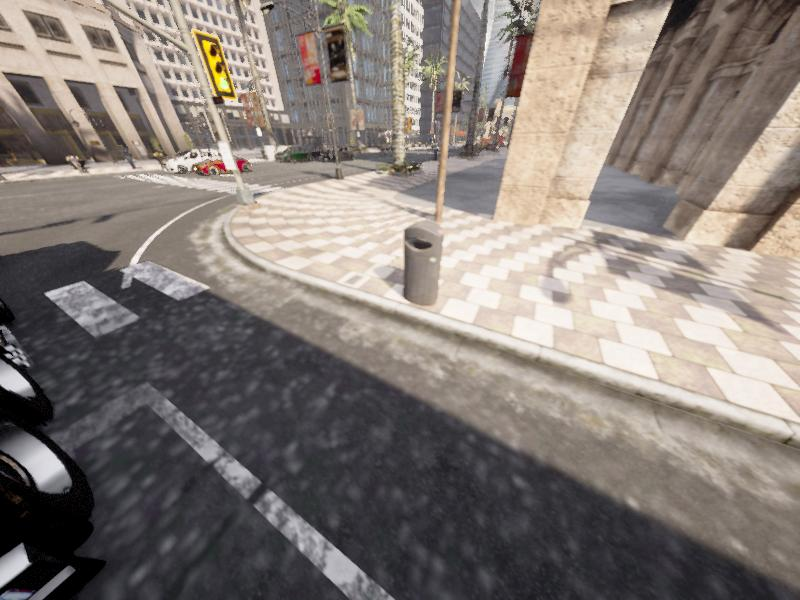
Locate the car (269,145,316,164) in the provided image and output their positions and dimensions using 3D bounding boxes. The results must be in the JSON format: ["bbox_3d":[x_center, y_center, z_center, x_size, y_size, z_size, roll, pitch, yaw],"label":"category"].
[{"bbox_3d":[-12.759,-17.510,27.701,2.097,1.767,4.553,17,38,23],"label":"car"}]

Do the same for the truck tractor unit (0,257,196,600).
[{"bbox_3d":[-5.099,-0.313,0.797,6.516,4.208,3.053,19,39,25],"label":"truck tractor unit"}]

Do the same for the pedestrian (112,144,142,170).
[{"bbox_3d":[-23.721,-12.431,20.131,0.751,1.860,0.751,-14,37,-18],"label":"pedestrian"}]

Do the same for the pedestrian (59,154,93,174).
[{"bbox_3d":[-25.232,-10.613,18.023,0.751,1.300,0.751,1,35,2],"label":"pedestrian"}]

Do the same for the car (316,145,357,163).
[{"bbox_3d":[-7.863,-18.467,29.140,2.242,1.667,4.611,17,38,23],"label":"car"}]

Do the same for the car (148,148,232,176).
[{"bbox_3d":[-17.840,-12.025,19.972,2.242,1.667,4.611,17,38,23],"label":"car"}]

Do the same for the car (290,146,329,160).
[{"bbox_3d":[-12.849,-21.141,33.195,2.163,1.488,4.792,16,38,23],"label":"car"}]

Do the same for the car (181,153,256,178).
[{"bbox_3d":[-14.617,-11.115,18.901,1.994,1.385,4.181,17,38,23],"label":"car"}]
